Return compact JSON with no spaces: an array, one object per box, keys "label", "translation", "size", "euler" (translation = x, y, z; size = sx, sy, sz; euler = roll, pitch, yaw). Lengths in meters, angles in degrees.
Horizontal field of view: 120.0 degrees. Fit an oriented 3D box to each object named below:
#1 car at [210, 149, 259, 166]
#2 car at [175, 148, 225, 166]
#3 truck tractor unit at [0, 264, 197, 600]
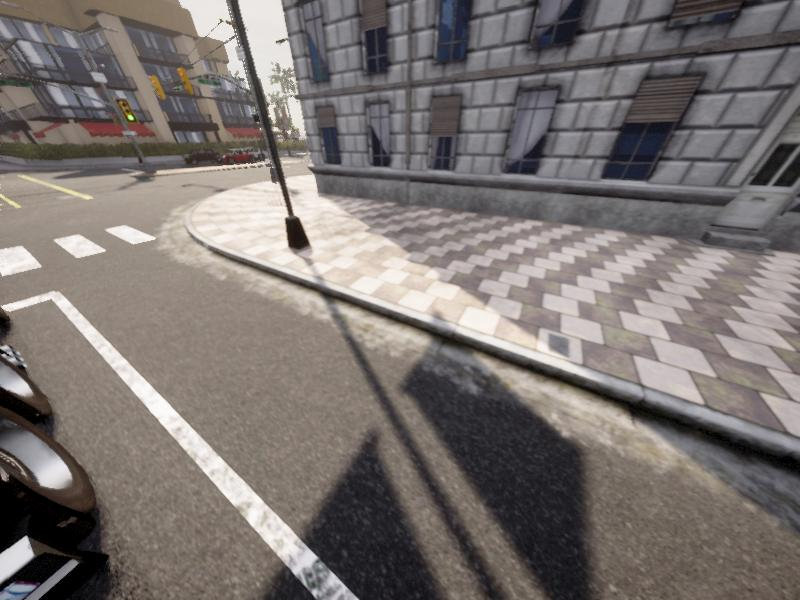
[{"label":"car","translation":[-18.945,-16.497,26.605],"size":[1.970,1.475,3.806],"euler":[18,39,25]},{"label":"car","translation":[-22.943,-16.561,26.669],"size":[1.789,1.549,3.705],"euler":[18,39,25]},{"label":"truck tractor unit","translation":[-5.115,-0.296,0.779],"size":[6.516,4.208,3.053],"euler":[18,39,24]}]
